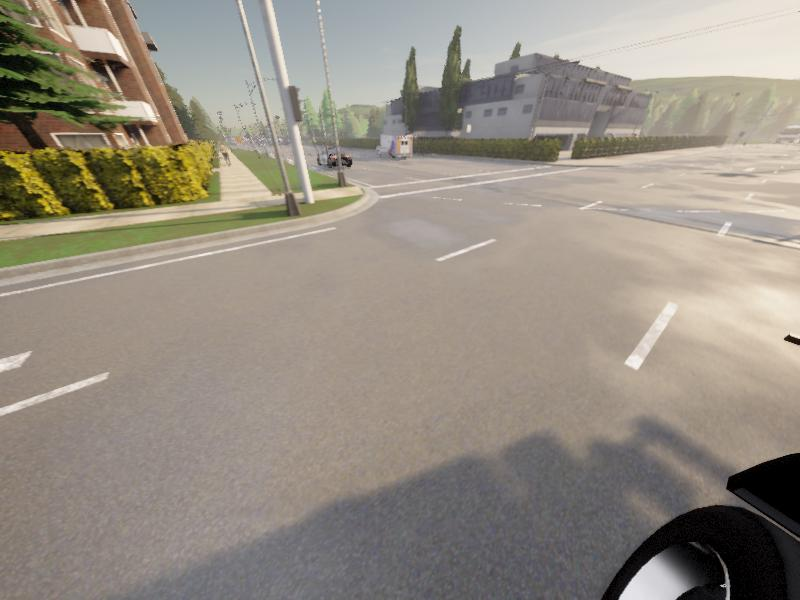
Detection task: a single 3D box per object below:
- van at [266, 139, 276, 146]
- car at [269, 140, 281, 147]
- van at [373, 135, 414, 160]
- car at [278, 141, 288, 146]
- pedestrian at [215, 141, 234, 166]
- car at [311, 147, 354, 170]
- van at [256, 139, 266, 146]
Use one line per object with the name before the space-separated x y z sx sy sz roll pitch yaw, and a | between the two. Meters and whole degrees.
van | -46.071 -56.219 82.386 2.069 2.038 4.480 -21 40 -26
car | -41.550 -51.984 76.764 2.242 1.667 4.611 -21 40 -26
van | -0.984 -19.784 29.881 2.351 2.431 6.366 -19 39 -25
car | -41.799 -55.879 82.417 1.994 1.385 4.181 -21 40 -26
pedestrian | -15.813 -13.188 20.867 0.751 1.860 0.751 -21 40 -26
car | -6.216 -13.011 21.103 2.038 1.542 4.974 -21 40 -26
van | -47.568 -53.823 79.003 2.069 2.038 4.480 -21 40 -26
